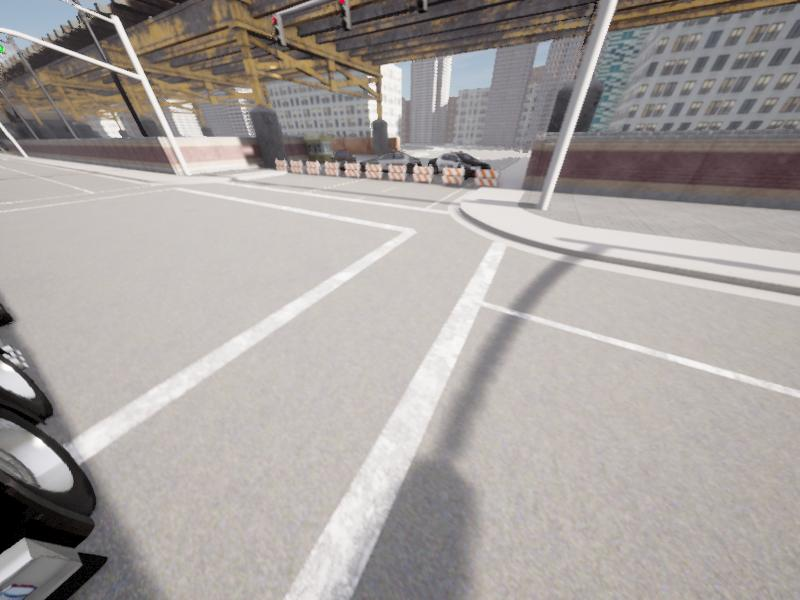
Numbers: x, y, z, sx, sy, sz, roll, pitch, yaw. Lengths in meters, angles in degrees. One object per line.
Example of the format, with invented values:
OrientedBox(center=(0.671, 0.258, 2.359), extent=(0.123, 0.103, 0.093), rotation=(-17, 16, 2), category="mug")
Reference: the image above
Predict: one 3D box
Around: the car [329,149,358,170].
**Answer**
OrientedBox(center=(-4.903, -12.156, 19.816), extent=(1.853, 1.218, 4.536), rotation=(-10, 36, -13), category="car")

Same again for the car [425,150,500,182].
OrientedBox(center=(4.146, -9.584, 16.300), extent=(2.038, 1.542, 4.974), rotation=(-20, 39, -25), category="car")

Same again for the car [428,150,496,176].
OrientedBox(center=(4.118, -9.738, 16.246), extent=(1.853, 1.218, 4.536), rotation=(-20, 39, -25), category="car")

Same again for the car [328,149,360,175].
OrientedBox(center=(-4.887, -11.999, 19.865), extent=(2.038, 1.542, 4.974), rotation=(-10, 36, -13), category="car")

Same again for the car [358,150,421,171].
OrientedBox(center=(-0.843, -10.837, 17.879), extent=(4.536, 1.218, 1.853), rotation=(-4, 35, -5), category="car")

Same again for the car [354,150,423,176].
OrientedBox(center=(-0.893, -10.704, 17.964), extent=(4.974, 1.542, 2.038), rotation=(-4, 35, -5), category="car")

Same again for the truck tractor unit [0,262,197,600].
OrientedBox(center=(-5.114, -0.295, 0.786), extent=(6.516, 4.208, 3.053), rotation=(18, 39, 24), category="truck tractor unit")
